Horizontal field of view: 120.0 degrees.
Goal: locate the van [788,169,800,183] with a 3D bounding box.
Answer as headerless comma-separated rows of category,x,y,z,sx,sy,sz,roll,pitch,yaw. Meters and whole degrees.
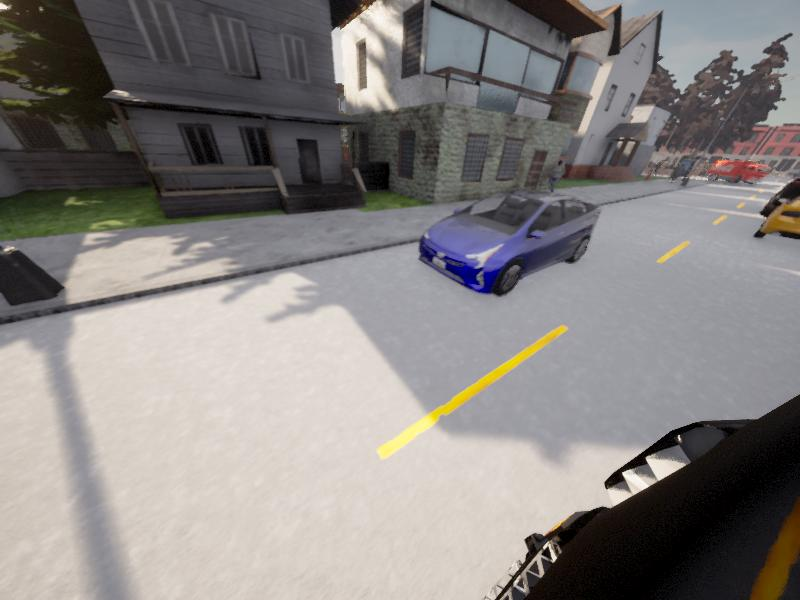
van,71.560,-22.035,41.139,4.442,1.987,1.775,-19,39,-29

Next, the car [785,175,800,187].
car,57.874,-17.163,33.386,4.718,1.301,1.895,-19,39,-29

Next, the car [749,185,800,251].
car,14.540,-2.895,8.020,5.008,1.535,1.882,-19,39,-29

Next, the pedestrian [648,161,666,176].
pedestrian,37.319,-19.093,33.541,0.751,1.860,0.751,-8,35,-17

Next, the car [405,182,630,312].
car,2.584,-1.546,5.079,4.514,1.525,2.007,-19,39,-29

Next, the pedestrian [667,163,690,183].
pedestrian,30.148,-13.795,25.039,0.751,1.860,0.751,-19,39,-29

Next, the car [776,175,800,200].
car,32.747,-9.075,18.639,3.988,1.617,1.851,-18,39,-28

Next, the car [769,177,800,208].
car,27.157,-7.126,15.369,4.902,1.511,2.128,-18,39,-29

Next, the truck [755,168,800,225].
truck,20.750,-5.211,11.468,6.274,2.098,2.390,-19,39,-29

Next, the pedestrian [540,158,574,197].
pedestrian,8.949,-7.019,13.247,0.751,1.860,0.751,-18,39,-29

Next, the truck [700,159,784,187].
truck,43.753,-16.539,29.903,2.627,2.467,5.204,8,34,3
